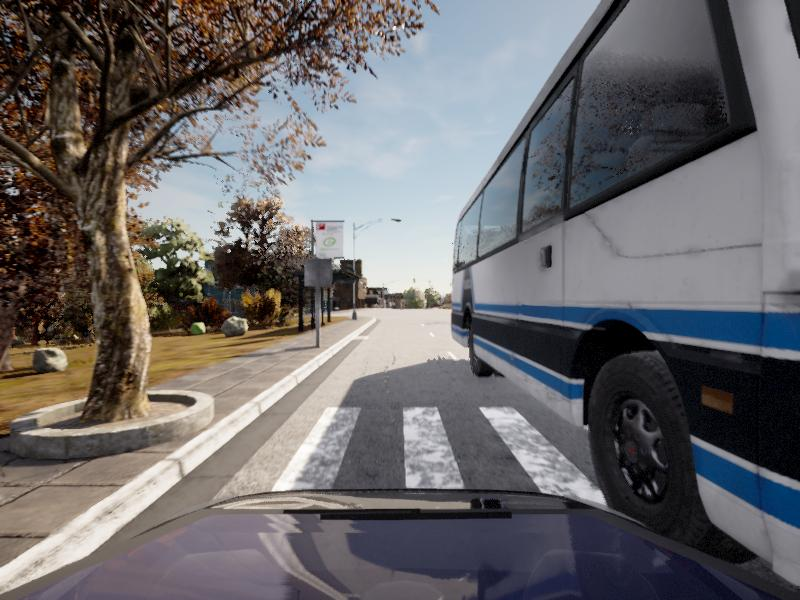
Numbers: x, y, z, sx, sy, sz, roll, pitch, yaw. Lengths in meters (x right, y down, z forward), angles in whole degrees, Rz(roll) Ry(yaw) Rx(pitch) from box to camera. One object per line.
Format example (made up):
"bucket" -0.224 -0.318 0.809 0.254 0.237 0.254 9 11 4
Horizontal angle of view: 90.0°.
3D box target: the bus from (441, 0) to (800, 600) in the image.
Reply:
"bus" 3.122 -0.528 6.041 3.944 4.253 10.273 0 0 0

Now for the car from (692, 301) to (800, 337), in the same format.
"car" 17.071 0.887 19.468 5.366 1.575 1.946 1 -1 -20
